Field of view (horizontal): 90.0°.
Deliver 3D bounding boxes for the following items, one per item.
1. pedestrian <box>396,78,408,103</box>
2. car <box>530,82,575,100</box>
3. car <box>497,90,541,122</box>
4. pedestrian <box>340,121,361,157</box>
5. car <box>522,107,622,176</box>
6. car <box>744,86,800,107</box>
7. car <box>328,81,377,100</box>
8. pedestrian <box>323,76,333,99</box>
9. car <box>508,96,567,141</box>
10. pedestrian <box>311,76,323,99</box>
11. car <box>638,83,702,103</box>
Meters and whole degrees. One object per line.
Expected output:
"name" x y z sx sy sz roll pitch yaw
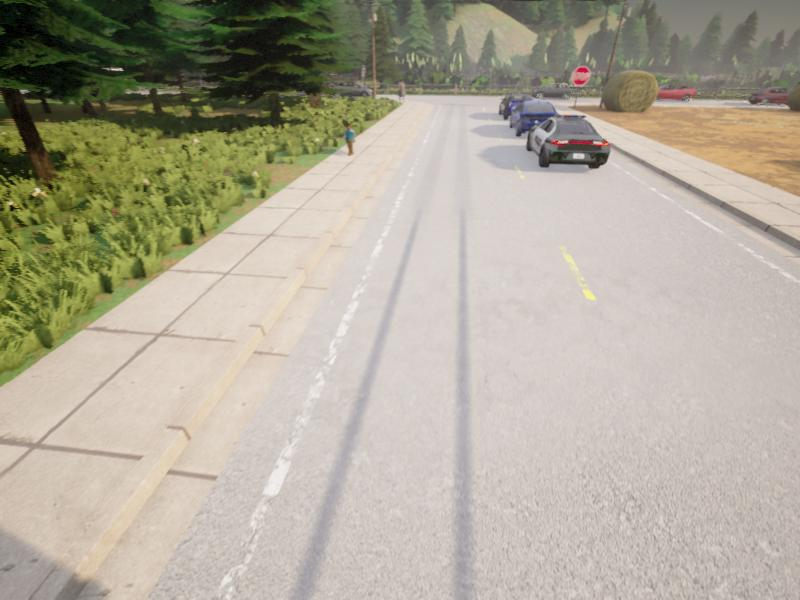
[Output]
"pedestrian" 0.178 -17.842 34.115 0.751 1.860 0.751 -17 35 -27
"car" 15.390 -21.182 40.584 3.806 1.475 1.970 5 31 8
"car" 7.687 -12.830 26.335 2.007 1.525 4.514 4 31 6
"pedestrian" -1.749 -5.708 14.218 0.500 1.100 0.500 10 32 16
"car" 5.957 -5.943 14.604 2.038 1.542 4.974 4 31 6
"car" 33.115 -17.731 34.857 4.193 1.474 1.816 5 31 9
"car" -4.746 -21.245 40.477 4.514 1.525 2.007 6 31 10
"pedestrian" -6.713 -19.744 37.230 0.751 1.860 0.751 -3 31 -5
"car" 6.816 -9.355 20.406 1.882 1.535 5.008 4 31 6
"pedestrian" -7.702 -19.658 37.075 0.751 1.860 0.751 0 30 -1
"car" 26.150 -20.201 38.951 4.514 1.525 2.007 5 31 8
